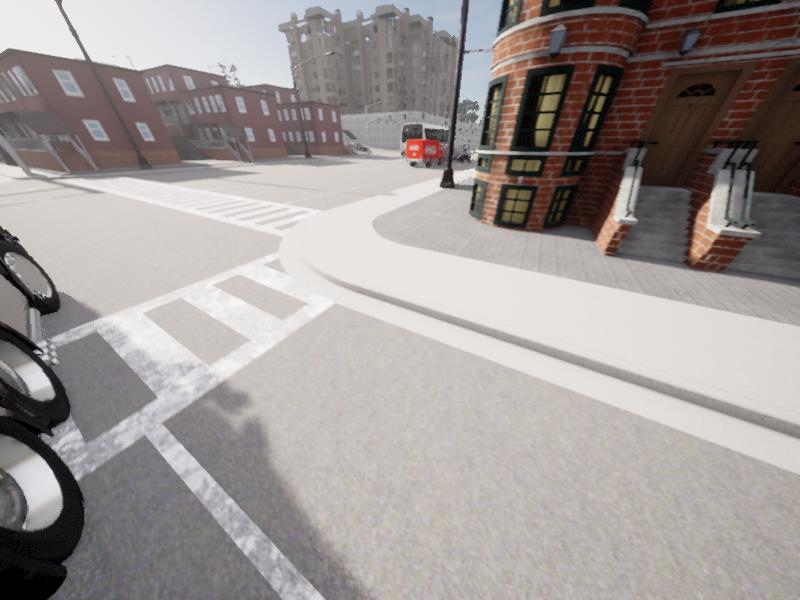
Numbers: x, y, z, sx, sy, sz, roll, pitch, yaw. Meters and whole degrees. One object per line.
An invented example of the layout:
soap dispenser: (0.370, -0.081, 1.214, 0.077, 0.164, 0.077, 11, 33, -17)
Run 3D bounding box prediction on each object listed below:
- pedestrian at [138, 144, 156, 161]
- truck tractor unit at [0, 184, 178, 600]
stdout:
pedestrian: (-33.065, -19.320, 30.207, 0.751, 1.860, 0.751, 16, 37, 22)
truck tractor unit: (-4.963, -0.426, 0.965, 6.516, 4.208, 3.053, 24, 41, 30)
